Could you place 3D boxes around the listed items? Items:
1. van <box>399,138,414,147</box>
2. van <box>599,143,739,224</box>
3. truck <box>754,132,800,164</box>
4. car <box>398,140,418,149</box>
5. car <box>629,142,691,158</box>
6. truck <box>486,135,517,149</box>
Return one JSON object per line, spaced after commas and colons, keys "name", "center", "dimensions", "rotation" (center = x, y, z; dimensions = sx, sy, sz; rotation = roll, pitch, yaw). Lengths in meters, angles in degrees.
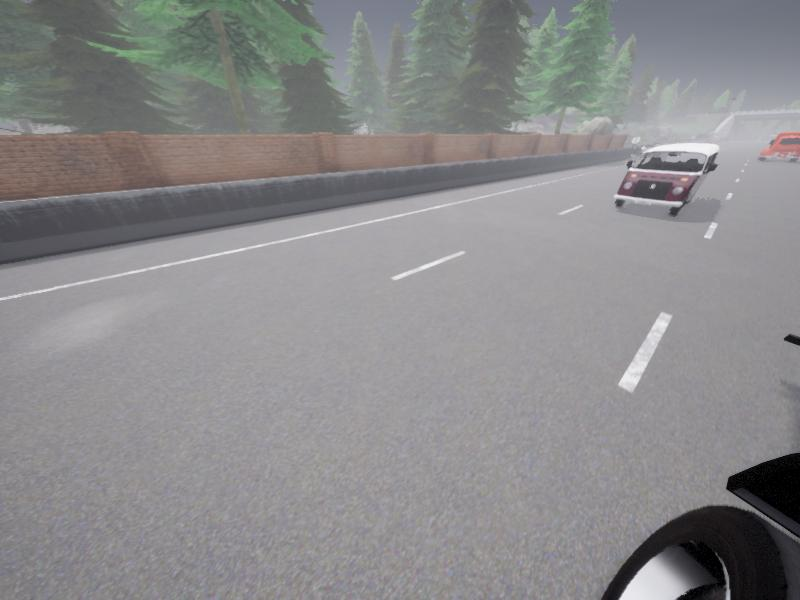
{"name": "van", "center": [1.881, -45.266, 66.376], "dimensions": [1.775, 1.987, 4.442], "rotation": [-24, 41, -30]}
{"name": "van", "center": [9.758, -4.467, 8.411], "dimensions": [4.480, 2.038, 2.069], "rotation": [-24, 42, -30]}
{"name": "truck", "center": [38.712, -15.309, 23.149], "dimensions": [5.204, 2.467, 2.627], "rotation": [-24, 41, -30]}
{"name": "car", "center": [1.956, -38.048, 56.464], "dimensions": [4.605, 1.855, 1.932], "rotation": [-24, 41, -30]}
{"name": "car", "center": [34.002, -19.834, 30.477], "dimensions": [2.038, 1.542, 4.974], "rotation": [-11, 36, -12]}
{"name": "truck", "center": [21.770, -34.025, 49.690], "dimensions": [2.627, 2.467, 5.204], "rotation": [-24, 41, -29]}
